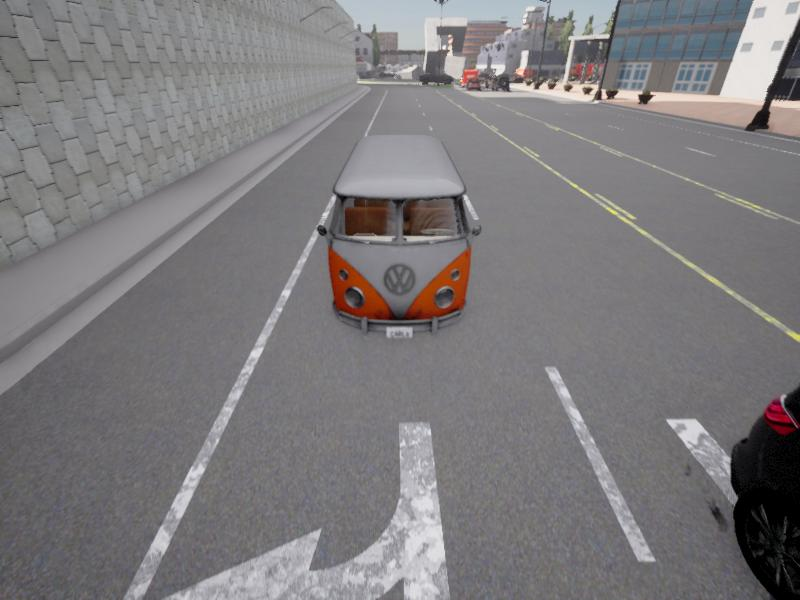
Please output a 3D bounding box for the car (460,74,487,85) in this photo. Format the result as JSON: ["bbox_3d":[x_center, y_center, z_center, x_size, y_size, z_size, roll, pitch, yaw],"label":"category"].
[{"bbox_3d":[13.970,-41.957,76.007,4.553,1.767,2.097,-12,32,-19],"label":"car"}]

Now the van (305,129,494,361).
[{"bbox_3d":[-0.007,-1.252,6.180,1.775,1.987,4.442,0,31,0],"label":"van"}]

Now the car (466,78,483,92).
[{"bbox_3d":[10.524,-30.675,56.959,1.851,1.617,3.988,2,30,3],"label":"car"}]

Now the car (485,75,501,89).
[{"bbox_3d":[14.522,-34.163,62.586,1.932,1.855,4.605,3,30,6],"label":"car"}]

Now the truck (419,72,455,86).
[{"bbox_3d":[6.528,-39.661,71.770,6.274,2.098,2.390,1,30,1],"label":"truck"}]

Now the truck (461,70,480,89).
[{"bbox_3d":[11.154,-34.975,63.410,2.627,2.467,5.204,3,31,6],"label":"truck"}]

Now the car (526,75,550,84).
[{"bbox_3d":[28.510,-45.402,82.334,5.027,1.651,2.152,-24,38,-35],"label":"car"}]

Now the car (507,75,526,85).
[{"bbox_3d":[22.496,-42.533,77.202,3.705,1.549,1.789,-26,39,-37],"label":"car"}]

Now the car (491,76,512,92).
[{"bbox_3d":[13.975,-29.874,55.246,1.905,1.878,3.866,0,30,1],"label":"car"}]

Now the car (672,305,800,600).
[{"bbox_3d":[3.497,1.910,1.085,2.242,1.667,4.611,0,30,0],"label":"car"}]
